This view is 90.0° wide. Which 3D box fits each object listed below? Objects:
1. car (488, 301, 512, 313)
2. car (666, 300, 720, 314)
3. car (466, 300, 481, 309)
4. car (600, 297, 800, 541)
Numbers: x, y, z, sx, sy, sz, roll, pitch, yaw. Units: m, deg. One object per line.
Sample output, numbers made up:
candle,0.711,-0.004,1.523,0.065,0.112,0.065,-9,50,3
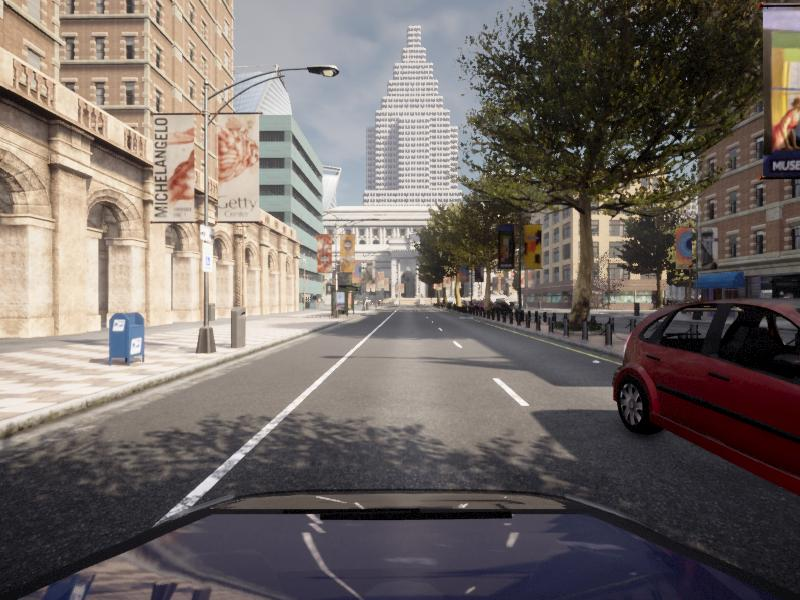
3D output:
car,12.502,0.870,50.251,1.812,1.442,4.674,0,0,1
car,34.731,0.826,47.556,4.974,1.542,2.038,0,0,-1
car,12.915,0.823,70.753,1.882,1.535,5.008,0,0,1
car,3.587,0.788,3.390,1.851,1.617,3.988,0,0,1
